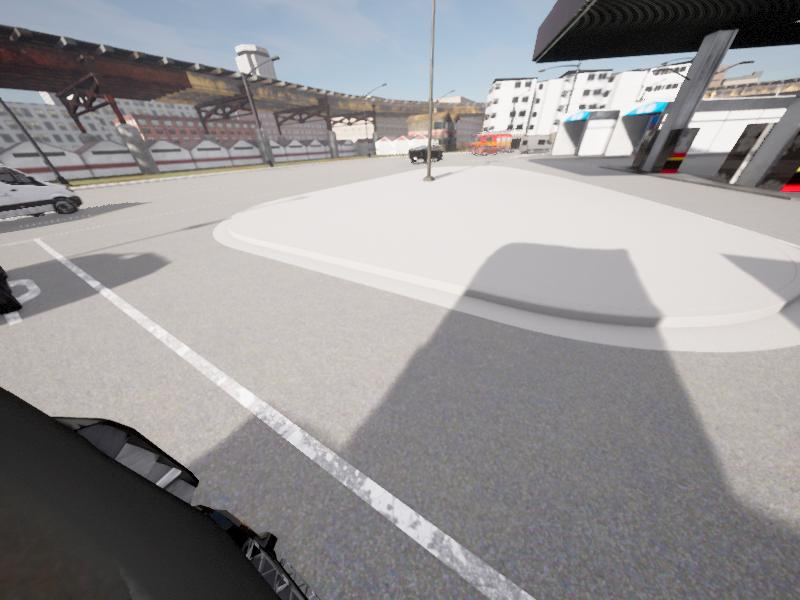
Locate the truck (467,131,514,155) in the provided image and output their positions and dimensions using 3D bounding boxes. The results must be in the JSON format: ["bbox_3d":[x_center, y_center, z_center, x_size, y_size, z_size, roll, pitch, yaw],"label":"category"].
[{"bbox_3d":[19.184,-33.585,49.403,8.468,3.827,2.891,-8,34,-8],"label":"truck"}]

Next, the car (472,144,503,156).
[{"bbox_3d":[16.449,-28.090,43.348,5.027,1.651,2.152,-14,35,-17],"label":"car"}]

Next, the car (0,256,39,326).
[{"bbox_3d":[-8.240,-0.422,3.702,3.633,1.501,1.845,17,38,27],"label":"car"}]

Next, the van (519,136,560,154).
[{"bbox_3d":[25.007,-27.856,41.581,5.915,2.561,1.988,-6,34,-7],"label":"van"}]

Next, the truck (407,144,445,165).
[{"bbox_3d":[3.776,-20.349,32.197,2.390,2.098,6.274,19,40,30],"label":"truck"}]

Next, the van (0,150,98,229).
[{"bbox_3d":[-16.892,-4.087,8.872,1.988,2.561,5.915,-2,34,5],"label":"van"}]
